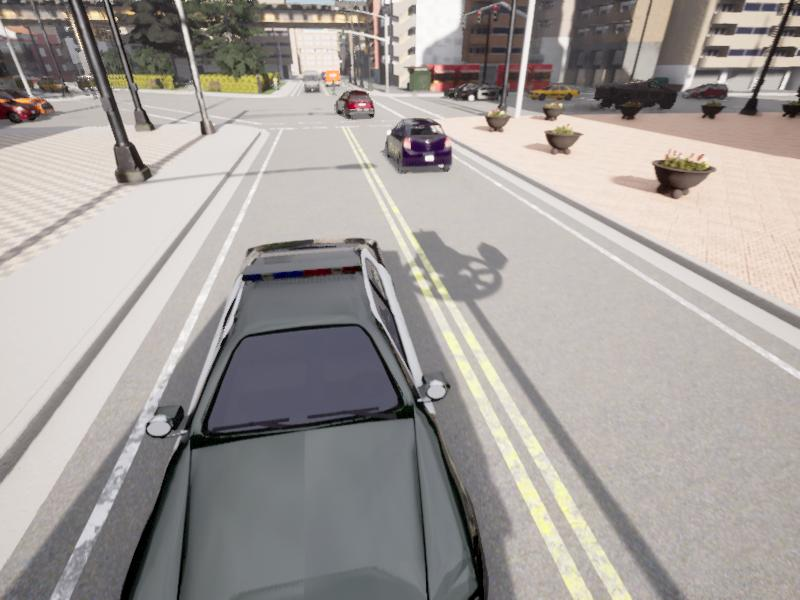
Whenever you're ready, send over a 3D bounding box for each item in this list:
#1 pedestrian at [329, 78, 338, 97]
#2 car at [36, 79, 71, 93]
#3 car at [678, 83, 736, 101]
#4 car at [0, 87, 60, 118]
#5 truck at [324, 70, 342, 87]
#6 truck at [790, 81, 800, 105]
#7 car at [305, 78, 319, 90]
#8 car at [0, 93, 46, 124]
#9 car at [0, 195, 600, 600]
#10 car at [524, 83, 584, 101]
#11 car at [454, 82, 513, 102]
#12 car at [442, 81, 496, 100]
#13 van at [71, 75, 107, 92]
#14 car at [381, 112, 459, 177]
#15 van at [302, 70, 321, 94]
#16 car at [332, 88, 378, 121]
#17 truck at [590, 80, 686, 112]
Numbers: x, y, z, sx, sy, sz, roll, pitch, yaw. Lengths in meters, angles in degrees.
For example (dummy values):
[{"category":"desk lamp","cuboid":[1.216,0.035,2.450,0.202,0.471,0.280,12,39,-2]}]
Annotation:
[{"category":"pedestrian","cuboid":[-7.521,-24.069,45.291,0.751,1.860,0.751,-4,31,-6]},{"category":"car","cuboid":[-49.747,-30.733,57.422,5.366,1.575,1.801,18,35,29]},{"category":"car","cuboid":[34.060,-23.155,44.462,4.856,1.649,2.033,-5,31,-10]},{"category":"car","cuboid":[-27.056,-13.685,27.749,4.553,1.767,2.097,-6,31,-9]},{"category":"truck","cuboid":[-11.481,-37.755,68.100,2.627,2.467,5.204,-6,31,-9]},{"category":"truck","cuboid":[43.008,-20.582,39.754,6.274,2.098,2.390,-5,31,-10]},{"category":"car","cuboid":[-13.556,-33.338,61.651,1.970,1.475,3.806,-6,31,-9]},{"category":"car","cuboid":[-25.276,-11.966,24.993,3.988,1.617,1.851,-6,31,-9]},{"category":"car","cuboid":[-0.764,0.576,3.505,2.038,1.542,4.974,-5,31,-9]},{"category":"car","cuboid":[15.806,-21.443,41.259,5.366,1.575,1.801,-5,31,-10]},{"category":"car","cuboid":[8.287,-20.762,39.940,5.238,1.638,1.930,-5,31,-10]},{"category":"car","cuboid":[7.346,-22.468,42.851,5.238,1.638,1.930,-6,31,-11]},{"category":"van","cuboid":[-45.394,-31.626,58.415,4.480,2.038,2.069,18,35,29]},{"category":"car","cuboid":[0.551,-5.501,13.858,1.845,1.501,3.633,-6,31,-9]},{"category":"van","cuboid":[-11.788,-29.129,53.315,1.988,2.561,5.915,-6,31,-9]},{"category":"car","cuboid":[-3.186,-13.616,27.697,2.033,1.649,4.856,-10,31,-17]},{"category":"truck","cuboid":[19.243,-16.631,32.538,6.274,2.098,2.390,-5,31,-9]}]
